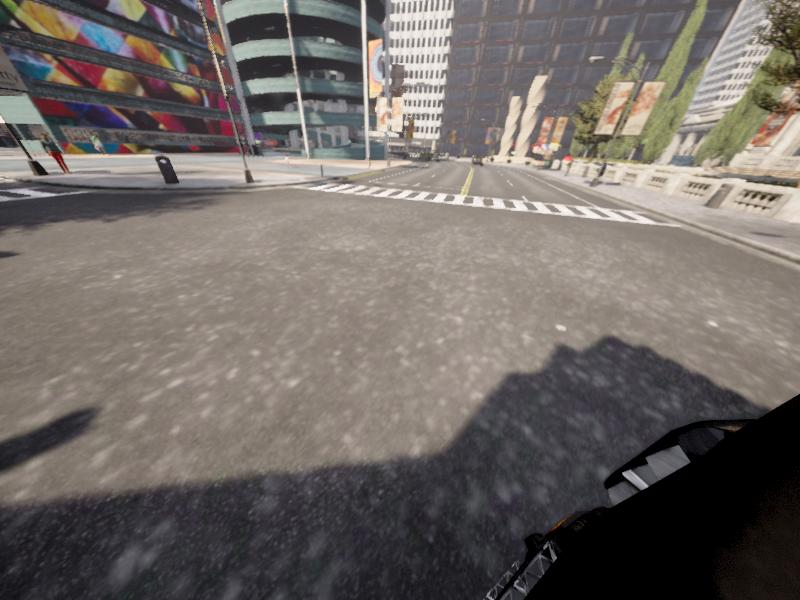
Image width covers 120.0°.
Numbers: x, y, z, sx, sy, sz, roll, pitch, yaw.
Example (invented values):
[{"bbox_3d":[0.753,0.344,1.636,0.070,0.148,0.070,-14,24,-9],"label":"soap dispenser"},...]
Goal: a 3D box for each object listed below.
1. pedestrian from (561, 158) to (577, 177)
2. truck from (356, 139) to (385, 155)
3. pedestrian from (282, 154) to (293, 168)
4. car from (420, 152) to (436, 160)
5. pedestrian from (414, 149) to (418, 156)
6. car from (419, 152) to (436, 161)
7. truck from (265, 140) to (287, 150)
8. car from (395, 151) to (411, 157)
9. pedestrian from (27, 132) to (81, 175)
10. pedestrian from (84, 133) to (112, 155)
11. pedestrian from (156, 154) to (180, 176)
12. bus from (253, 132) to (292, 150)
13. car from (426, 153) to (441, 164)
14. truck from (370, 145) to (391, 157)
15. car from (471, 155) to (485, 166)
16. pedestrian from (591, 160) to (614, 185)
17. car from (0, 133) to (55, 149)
[{"bbox_3d":[19.670,-15.416,26.889,0.751,1.860,0.751,11,34,12],"label":"pedestrian"},{"bbox_3d":[-8.927,-47.024,71.075,8.468,3.827,2.891,17,36,21],"label":"truck"},{"bbox_3d":[-10.404,-12.892,21.392,0.500,1.100,0.500,16,35,18],"label":"pedestrian"},{"bbox_3d":[7.215,-37.417,59.839,1.789,1.549,3.705,-19,39,-29],"label":"car"},{"bbox_3d":[5.238,-47.758,74.770,0.751,1.860,0.751,22,38,27],"label":"pedestrian"},{"bbox_3d":[6.449,-34.172,54.902,2.007,1.525,4.514,-12,36,-22],"label":"car"},{"bbox_3d":[-38.847,-48.618,72.375,5.204,2.467,2.627,11,34,12],"label":"truck"},{"bbox_3d":[0.731,-41.894,66.277,4.181,1.385,1.994,27,41,32],"label":"car"},{"bbox_3d":[-18.561,-7.868,12.447,0.751,1.860,0.751,18,36,21],"label":"pedestrian"},{"bbox_3d":[-31.218,-16.084,23.904,0.751,1.860,0.751,2,33,-1],"label":"pedestrian"},{"bbox_3d":[-14.009,-8.171,13.953,0.500,1.100,0.500,17,36,20],"label":"pedestrian"},{"bbox_3d":[-41.671,-51.986,75.634,10.273,4.253,3.944,11,34,12],"label":"bus"},{"bbox_3d":[6.334,-26.785,43.671,1.789,1.549,3.705,-1,34,-6],"label":"car"},{"bbox_3d":[-5.287,-40.377,62.522,5.204,2.467,2.627,27,41,32],"label":"truck"},{"bbox_3d":[14.989,-27.034,44.679,1.851,1.617,3.988,8,34,8],"label":"car"},{"bbox_3d":[18.359,-11.590,20.987,0.751,1.860,0.751,14,35,17],"label":"pedestrian"},{"bbox_3d":[-48.610,-20.725,30.066,4.786,1.482,2.161,11,34,12],"label":"car"}]
